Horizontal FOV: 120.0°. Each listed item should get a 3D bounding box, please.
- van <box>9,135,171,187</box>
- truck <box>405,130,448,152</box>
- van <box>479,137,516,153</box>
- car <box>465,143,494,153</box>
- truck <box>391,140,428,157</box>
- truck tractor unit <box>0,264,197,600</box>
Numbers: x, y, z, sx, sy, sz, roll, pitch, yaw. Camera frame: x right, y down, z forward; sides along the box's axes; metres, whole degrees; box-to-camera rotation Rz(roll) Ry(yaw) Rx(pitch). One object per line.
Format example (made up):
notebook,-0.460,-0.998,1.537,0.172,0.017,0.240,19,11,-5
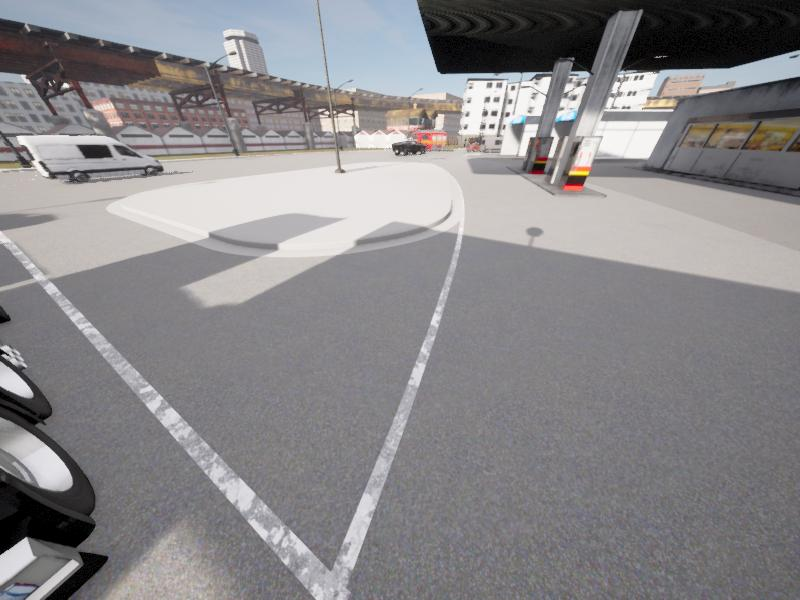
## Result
van,-20.568,-9.768,15.951,1.988,2.561,5.915,18,39,24
truck,5.654,-34.361,49.934,8.468,3.827,2.891,-12,36,-17
van,18.541,-29.638,44.183,5.915,2.561,1.988,-5,35,-7
car,16.158,-31.087,47.082,5.027,1.651,2.152,-7,35,-9
truck,1.726,-25.288,38.448,6.274,2.098,2.390,-29,44,-35
truck tractor unit,-5.110,-0.301,0.780,6.516,4.208,3.053,18,39,24
